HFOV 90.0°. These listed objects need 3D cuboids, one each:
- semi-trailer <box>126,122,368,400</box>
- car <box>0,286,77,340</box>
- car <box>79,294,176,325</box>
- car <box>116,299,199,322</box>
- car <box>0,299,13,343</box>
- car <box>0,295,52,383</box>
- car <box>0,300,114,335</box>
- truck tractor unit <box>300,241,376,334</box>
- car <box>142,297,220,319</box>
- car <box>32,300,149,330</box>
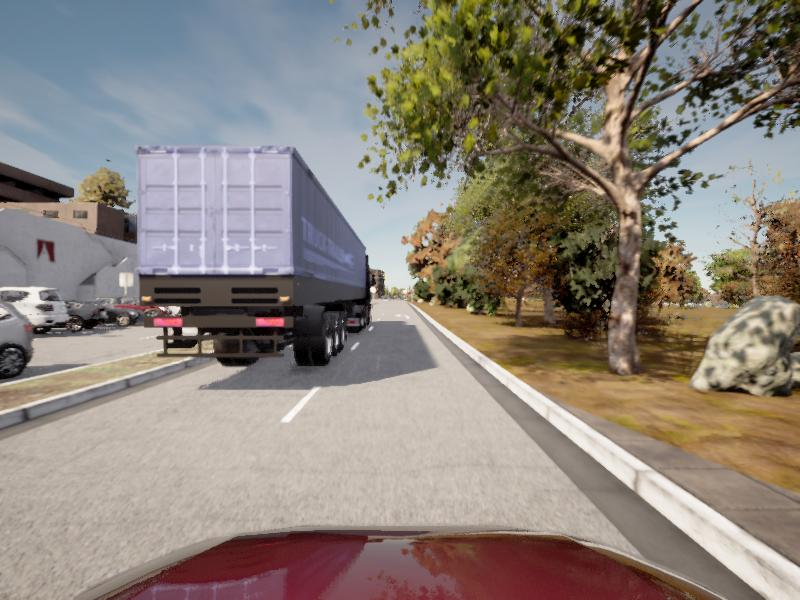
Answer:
[{"bbox_3d":[-2.985,-0.665,13.472,2.717,4.402,14.254,0,0,0],"label":"semi-trailer"},{"bbox_3d":[-16.859,0.519,16.045,5.566,2.045,2.435,-1,1,-20],"label":"car"},{"bbox_3d":[-16.857,0.547,25.058,4.553,1.767,2.185,-1,1,-20],"label":"car"},{"bbox_3d":[-16.826,0.672,28.070,4.674,1.452,2.002,-1,1,-20],"label":"car"},{"bbox_3d":[-16.660,0.787,13.119,5.366,1.575,1.946,-1,0,-20],"label":"car"},{"bbox_3d":[-8.765,0.748,6.477,2.242,1.667,4.611,0,0,0],"label":"car"},{"bbox_3d":[-16.854,0.772,19.046,4.792,1.488,2.163,-1,1,-20],"label":"car"},{"bbox_3d":[-3.002,-0.638,21.382,3.053,4.208,6.516,0,1,0],"label":"truck tractor unit"},{"bbox_3d":[-16.814,0.588,31.070,5.008,1.535,2.097,-1,1,-20],"label":"car"},{"bbox_3d":[-16.829,0.753,22.071,4.674,1.452,2.002,-1,0,-20],"label":"car"}]
